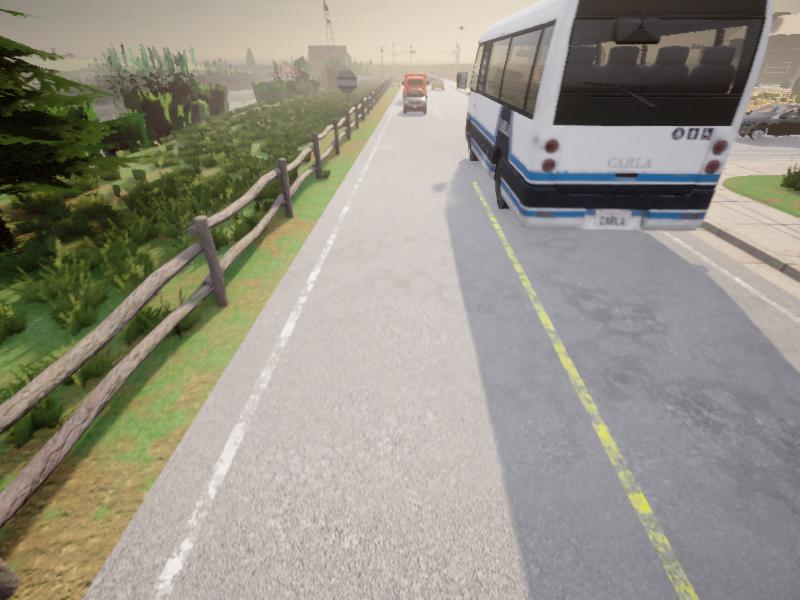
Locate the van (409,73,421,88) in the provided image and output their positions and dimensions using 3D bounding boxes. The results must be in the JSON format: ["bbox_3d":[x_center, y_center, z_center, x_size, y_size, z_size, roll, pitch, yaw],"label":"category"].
[{"bbox_3d":[2.521,-37.254,67.847,2.069,2.038,4.480,1,30,2],"label":"van"}]

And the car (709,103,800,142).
[{"bbox_3d":[18.484,-8.694,19.500,4.902,1.511,2.128,-1,30,-1],"label":"car"}]

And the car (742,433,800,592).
[{"bbox_3d":[3.629,2.170,0.789,2.007,1.525,4.514,1,30,1],"label":"car"}]

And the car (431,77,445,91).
[{"bbox_3d":[5.772,-32.986,61.022,1.801,1.575,5.366,1,30,2],"label":"car"}]

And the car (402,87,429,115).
[{"bbox_3d":[1.154,-15.091,30.288,1.851,1.617,3.988,1,30,1],"label":"car"}]

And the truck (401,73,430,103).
[{"bbox_3d":[1.491,-20.777,39.233,2.627,2.467,5.204,1,28,1],"label":"truck"}]

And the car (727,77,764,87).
[{"bbox_3d":[60.384,-38.137,69.962,2.163,1.488,4.792,-1,30,-2],"label":"car"}]

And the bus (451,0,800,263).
[{"bbox_3d":[3.851,-5.150,10.644,3.944,4.253,10.273,1,31,2],"label":"bus"}]
